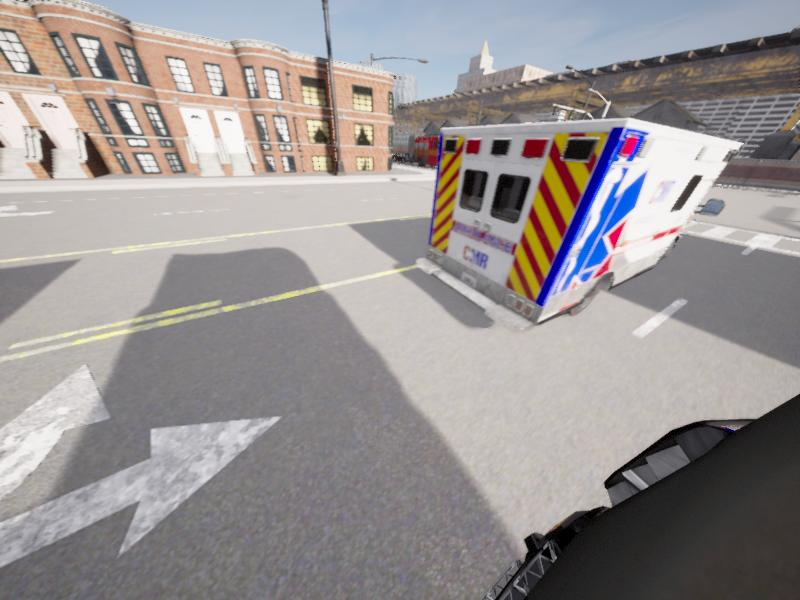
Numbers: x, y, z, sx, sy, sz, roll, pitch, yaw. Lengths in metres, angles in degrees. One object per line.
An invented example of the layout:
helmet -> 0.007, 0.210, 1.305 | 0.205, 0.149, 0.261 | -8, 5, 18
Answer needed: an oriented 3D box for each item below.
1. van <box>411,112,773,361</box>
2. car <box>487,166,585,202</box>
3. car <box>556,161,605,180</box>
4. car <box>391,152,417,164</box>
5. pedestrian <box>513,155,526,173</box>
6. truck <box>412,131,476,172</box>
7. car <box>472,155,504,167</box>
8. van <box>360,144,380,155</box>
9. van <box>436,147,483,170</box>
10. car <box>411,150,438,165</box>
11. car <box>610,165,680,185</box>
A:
van -> 3.598, -1.620, 4.443 | 6.366, 2.431, 2.351 | -16, 38, -26
car -> 7.730, -6.702, 13.203 | 5.008, 1.535, 1.882 | -13, 36, -21
car -> 20.417, -14.811, 26.297 | 1.789, 1.549, 3.705 | -16, 38, -26
car -> 0.527, -22.812, 37.061 | 1.837, 1.490, 4.892 | -16, 38, -26
pedestrian -> 14.840, -16.935, 28.798 | 0.751, 1.860, 0.751 | 27, 41, 32
truck -> 5.238, -19.182, 29.794 | 2.891, 3.827, 8.468 | -16, 38, -26
car -> 15.052, -23.924, 39.732 | 1.837, 1.490, 4.892 | -16, 38, -26
van -> -8.780, -44.623, 68.350 | 5.915, 2.561, 1.988 | 23, 39, 28
van -> 8.011, -19.760, 32.122 | 2.351, 2.431, 6.366 | -16, 38, -25
car -> 3.908, -23.505, 37.989 | 1.932, 1.855, 4.605 | -16, 38, -26
car -> 25.779, -13.332, 24.533 | 1.812, 1.442, 4.674 | -16, 38, -26
